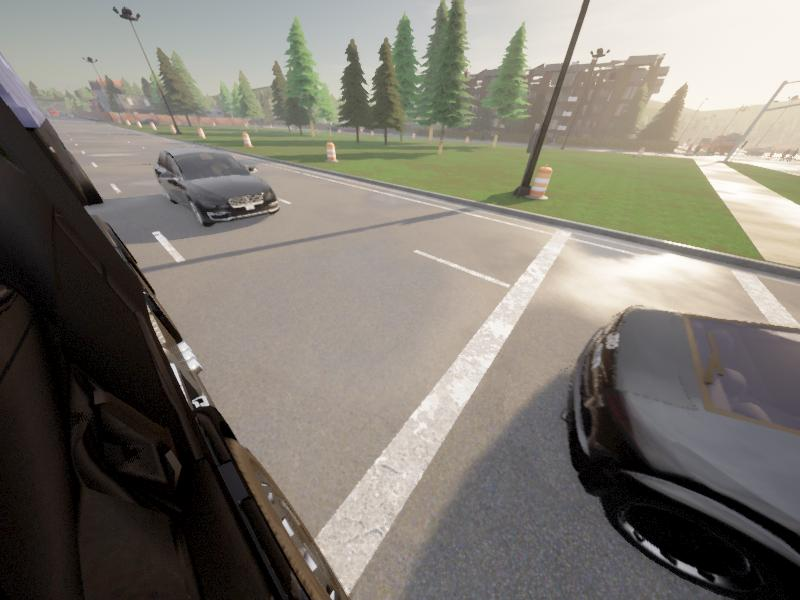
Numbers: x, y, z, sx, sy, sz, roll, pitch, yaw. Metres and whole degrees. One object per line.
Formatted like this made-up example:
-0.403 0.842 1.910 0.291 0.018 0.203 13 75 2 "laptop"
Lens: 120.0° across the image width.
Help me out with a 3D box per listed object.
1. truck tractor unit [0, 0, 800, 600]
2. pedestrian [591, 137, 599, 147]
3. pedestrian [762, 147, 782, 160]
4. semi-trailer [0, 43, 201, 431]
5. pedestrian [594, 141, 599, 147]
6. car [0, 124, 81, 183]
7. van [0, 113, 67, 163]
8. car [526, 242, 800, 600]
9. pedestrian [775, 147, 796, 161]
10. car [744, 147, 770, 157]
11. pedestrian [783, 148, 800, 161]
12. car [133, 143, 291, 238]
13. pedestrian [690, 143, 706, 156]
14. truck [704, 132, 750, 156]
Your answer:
-2.645 -0.295 0.351 6.516 4.208 3.053 28 44 30 "truck tractor unit"
44.805 -36.285 53.098 0.751 1.860 0.751 28 44 30 "pedestrian"
64.644 -25.507 40.169 0.751 1.860 0.751 25 42 27 "pedestrian"
-8.691 -3.609 4.235 14.254 4.402 2.717 28 44 30 "semi-trailer"
45.452 -36.073 53.489 0.500 1.100 0.500 28 44 30 "pedestrian"
-16.035 -6.381 9.832 5.027 1.651 2.152 28 44 30 "car"
-20.953 -9.162 12.929 4.442 1.987 1.775 28 44 30 "van"
3.260 1.280 0.986 4.181 1.385 1.994 28 44 30 "car"
65.901 -24.969 39.528 0.751 1.860 0.751 23 41 25 "pedestrian"
80.862 -33.630 52.379 1.837 1.490 4.892 28 44 30 "car"
66.676 -24.659 39.161 0.751 1.860 0.751 22 41 24 "pedestrian"
-5.474 -3.433 6.642 4.892 1.490 1.837 28 44 30 "car"
52.099 -26.280 40.425 0.751 1.860 0.751 27 43 29 "pedestrian"
70.141 -33.689 49.853 2.891 3.827 8.468 28 43 30 "truck"
